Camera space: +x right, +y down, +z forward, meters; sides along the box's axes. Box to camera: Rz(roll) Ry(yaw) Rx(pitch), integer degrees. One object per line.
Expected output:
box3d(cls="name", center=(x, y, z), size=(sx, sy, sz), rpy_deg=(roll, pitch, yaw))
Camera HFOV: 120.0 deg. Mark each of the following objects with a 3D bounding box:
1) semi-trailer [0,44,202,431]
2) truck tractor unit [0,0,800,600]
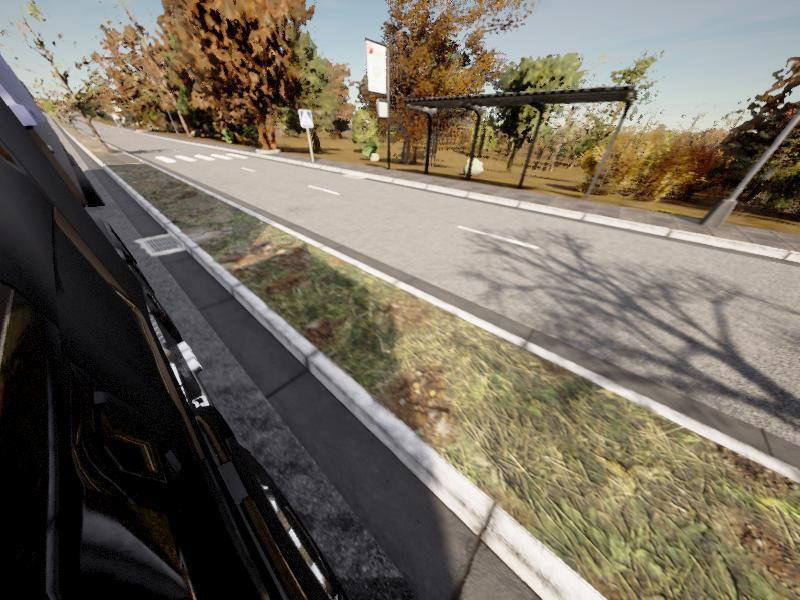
box3d(cls="semi-trailer", center=(-8.708, -3.566, 4.264), size=(14.254, 4.402, 2.717), rpy_deg=(28, 44, 30))
box3d(cls="truck tractor unit", center=(-2.645, -0.295, 0.351), size=(6.516, 4.208, 3.053), rpy_deg=(28, 44, 30))
